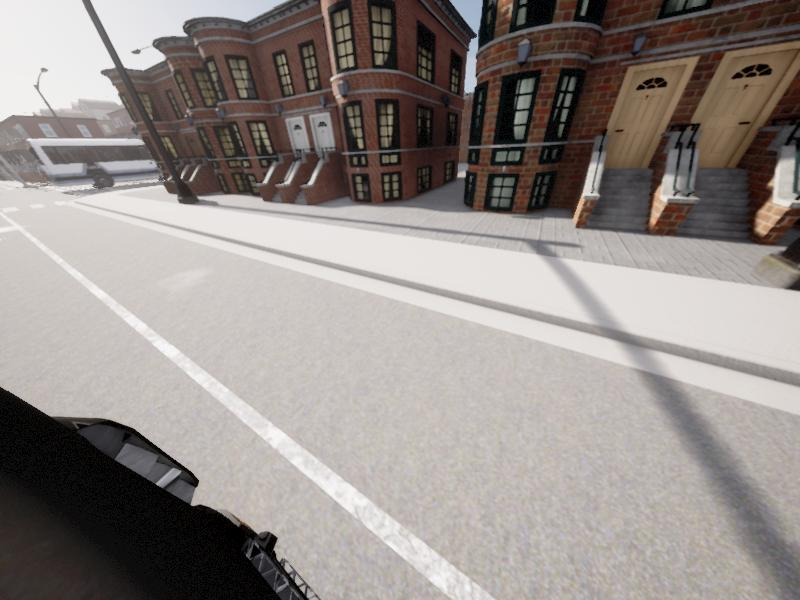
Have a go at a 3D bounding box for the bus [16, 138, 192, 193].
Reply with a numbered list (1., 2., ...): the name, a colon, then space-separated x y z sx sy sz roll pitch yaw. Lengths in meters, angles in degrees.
1. bus: -30.269 -14.674 24.805 3.944 4.253 10.273 16 38 26
